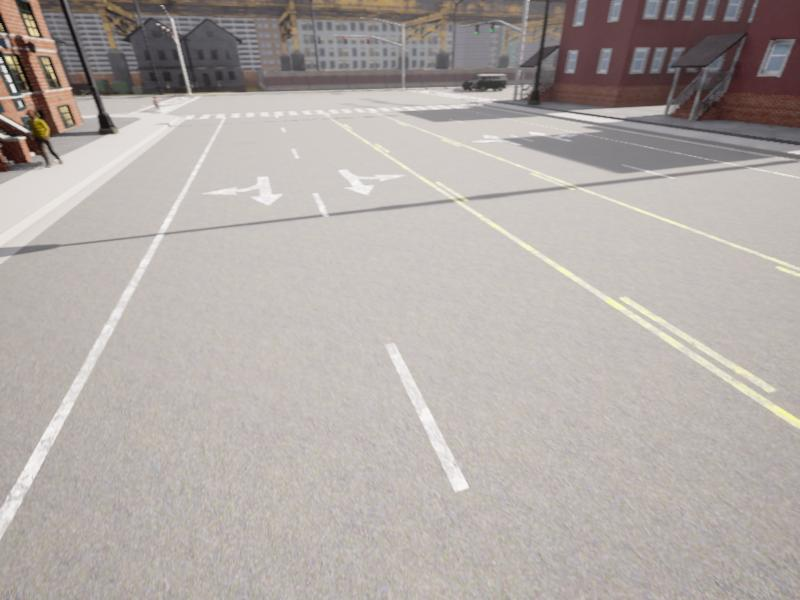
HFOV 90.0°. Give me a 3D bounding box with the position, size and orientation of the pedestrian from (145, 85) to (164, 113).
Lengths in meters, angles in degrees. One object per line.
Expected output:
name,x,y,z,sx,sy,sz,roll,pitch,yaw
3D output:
pedestrian,-19.329,-15.851,31.558,0.751,1.860,0.751,-12,32,-19

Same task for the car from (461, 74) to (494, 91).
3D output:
car,10.505,-29.538,54.336,3.866,1.878,1.905,-10,32,-15

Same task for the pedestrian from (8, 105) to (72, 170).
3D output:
pedestrian,-11.780,-5.342,13.168,0.751,1.860,0.751,-8,31,-12

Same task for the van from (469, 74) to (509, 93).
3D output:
van,11.391,-27.871,51.379,4.442,1.987,1.775,-10,32,-15
